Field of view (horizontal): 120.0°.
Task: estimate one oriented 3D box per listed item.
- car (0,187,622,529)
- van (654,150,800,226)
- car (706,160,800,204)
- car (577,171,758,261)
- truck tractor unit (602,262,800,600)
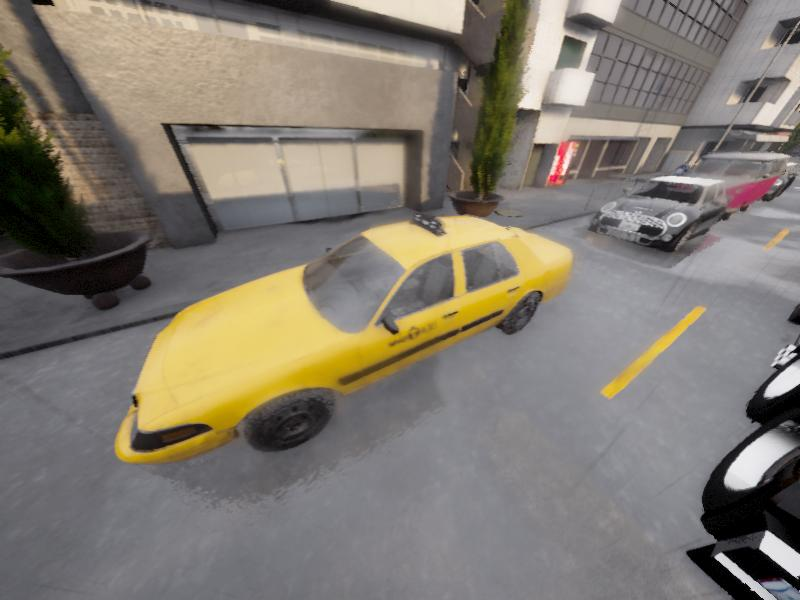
[{"bbox_3d":[0.067,-0.222,2.939,5.366,1.575,1.801,-18,39,-24],"label":"car"},{"bbox_3d":[12.106,-4.313,8.574,4.442,1.987,1.775,-18,39,-24],"label":"van"},{"bbox_3d":[17.606,-5.898,11.348,3.806,1.475,1.970,-18,39,-24],"label":"car"},{"bbox_3d":[7.330,-2.546,6.437,3.806,1.475,1.970,-18,39,-24],"label":"car"},{"bbox_3d":[5.111,-0.301,0.787,6.516,4.208,3.053,-18,39,-24],"label":"truck tractor unit"}]
